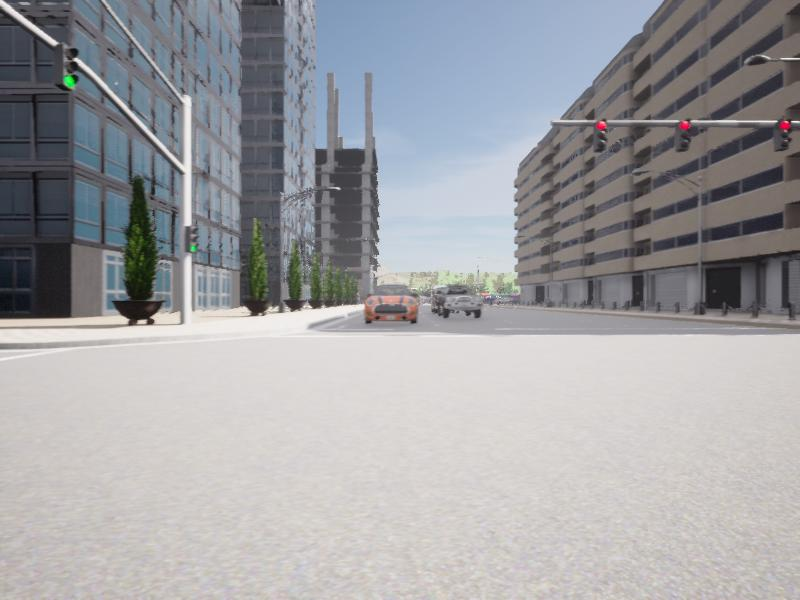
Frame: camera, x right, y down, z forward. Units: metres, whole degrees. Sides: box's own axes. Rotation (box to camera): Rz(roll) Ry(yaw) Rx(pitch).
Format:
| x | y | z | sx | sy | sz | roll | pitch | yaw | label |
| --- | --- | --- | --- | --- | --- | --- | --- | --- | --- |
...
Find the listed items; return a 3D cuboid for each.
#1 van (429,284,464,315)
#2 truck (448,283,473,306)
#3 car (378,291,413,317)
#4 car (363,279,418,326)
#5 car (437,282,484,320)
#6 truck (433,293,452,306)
| x | y | z | sx | sy | sz | roll | pitch | yaw | label |
| --- | --- | --- | --- | --- | --- | --- | --- | --- | --- |
| 3.264 | -0.033 | 29.007 | 2.069 | 2.038 | 4.480 | 0 | 0 | 0 | van |
| 10.420 | -0.916 | 69.628 | 2.891 | 3.827 | 8.468 | 0 | 0 | 0 | truck |
| -0.251 | 0.237 | 26.306 | 2.128 | 1.511 | 4.902 | 0 | 0 | 0 | car |
| -0.318 | 0.090 | 17.531 | 2.097 | 1.767 | 4.553 | 0 | 0 | 1 | car |
| 3.225 | 0.044 | 22.218 | 1.932 | 1.855 | 4.605 | 0 | 0 | 0 | car |
| 6.957 | -0.045 | 66.339 | 2.390 | 2.098 | 6.274 | 0 | 0 | 0 | truck |
